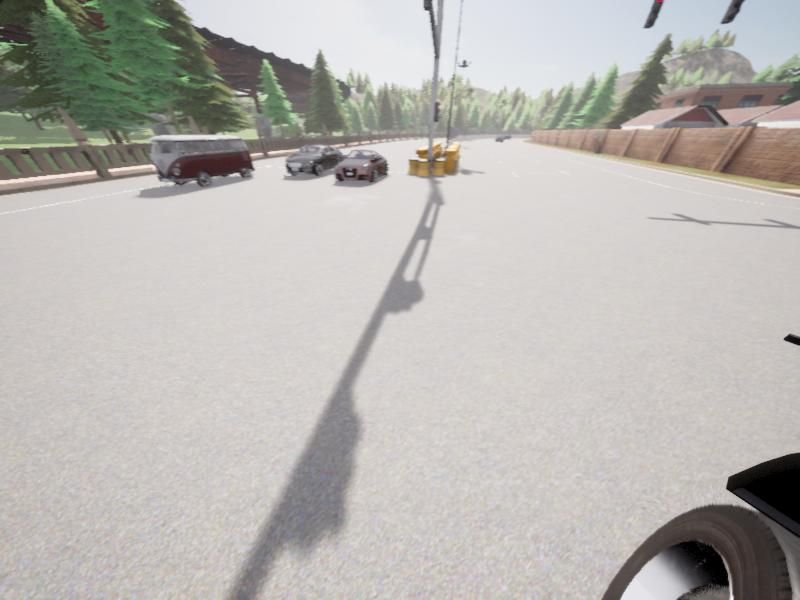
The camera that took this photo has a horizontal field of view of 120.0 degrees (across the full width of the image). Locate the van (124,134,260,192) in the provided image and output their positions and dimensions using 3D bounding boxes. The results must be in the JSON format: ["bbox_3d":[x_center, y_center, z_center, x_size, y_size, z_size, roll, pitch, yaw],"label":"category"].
[{"bbox_3d":[-9.546,-6.850,11.307,1.775,1.987,4.442,8,37,10],"label":"van"}]

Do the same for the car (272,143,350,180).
[{"bbox_3d":[-5.177,-8.733,14.334,2.128,1.511,4.902,8,37,10],"label":"car"}]

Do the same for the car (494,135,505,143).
[{"bbox_3d":[25.473,-41.334,59.187,2.038,1.542,4.974,10,37,12],"label":"car"}]

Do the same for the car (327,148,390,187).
[{"bbox_3d":[-2.033,-7.484,12.793,1.994,1.385,4.181,8,37,10],"label":"car"}]
